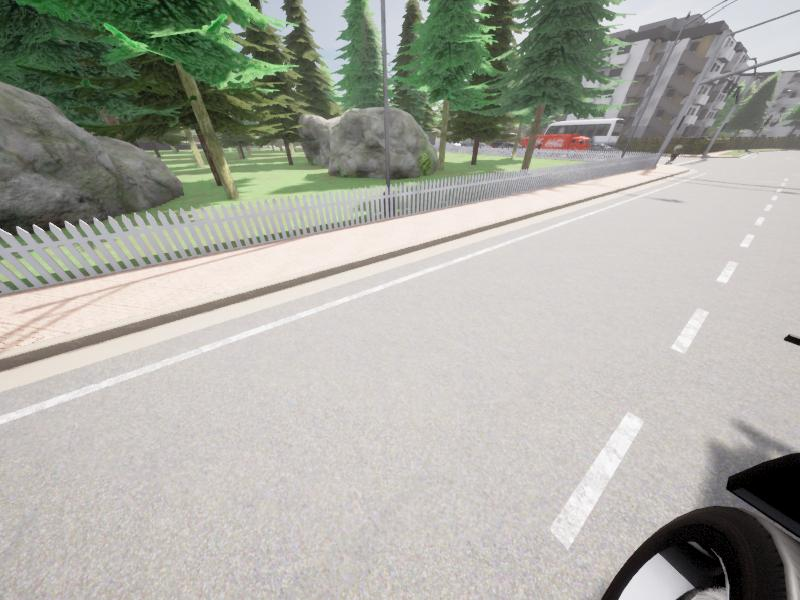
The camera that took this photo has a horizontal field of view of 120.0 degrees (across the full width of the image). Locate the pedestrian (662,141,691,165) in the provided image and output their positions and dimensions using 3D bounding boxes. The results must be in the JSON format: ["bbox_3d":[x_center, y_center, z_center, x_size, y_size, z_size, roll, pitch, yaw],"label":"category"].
[{"bbox_3d":[25.438,-13.529,21.287,0.751,1.860,0.751,-16,38,-22],"label":"pedestrian"}]

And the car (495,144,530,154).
[{"bbox_3d":[18.364,-24.908,38.023,1.895,1.301,4.718,-21,40,-26],"label":"car"}]

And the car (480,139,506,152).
[{"bbox_3d":[17.665,-29.474,43.995,1.905,1.878,3.866,-21,40,-26],"label":"car"}]

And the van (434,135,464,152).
[{"bbox_3d":[9.177,-29.837,44.004,1.988,2.561,5.915,-21,40,-26],"label":"van"}]

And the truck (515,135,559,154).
[{"bbox_3d":[22.292,-25.613,37.976,2.627,2.467,5.204,-21,40,-26],"label":"truck"}]

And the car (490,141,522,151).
[{"bbox_3d":[20.741,-30.331,45.455,1.801,1.575,5.366,-21,40,-26],"label":"car"}]

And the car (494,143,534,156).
[{"bbox_3d":[16.914,-22.566,34.536,1.837,1.490,4.892,-21,40,-26],"label":"car"}]

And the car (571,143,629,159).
[{"bbox_3d":[25.192,-18.954,29.335,2.128,1.511,4.902,-21,40,-26],"label":"car"}]

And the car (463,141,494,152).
[{"bbox_3d":[14.440,-28.514,42.886,2.152,1.651,5.027,-21,40,-26],"label":"car"}]

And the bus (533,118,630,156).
[{"bbox_3d":[27.475,-25.330,35.992,3.944,4.253,10.273,-21,40,-26],"label":"bus"}]

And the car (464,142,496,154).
[{"bbox_3d":[13.346,-25.725,39.045,1.837,1.490,4.892,-21,40,-26],"label":"car"}]

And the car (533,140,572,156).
[{"bbox_3d":[21.884,-22.033,33.399,1.905,1.878,3.866,-21,40,-26],"label":"car"}]

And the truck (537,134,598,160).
[{"bbox_3d":[20.916,-19.423,29.199,2.627,2.467,5.204,-21,40,-26],"label":"truck"}]
